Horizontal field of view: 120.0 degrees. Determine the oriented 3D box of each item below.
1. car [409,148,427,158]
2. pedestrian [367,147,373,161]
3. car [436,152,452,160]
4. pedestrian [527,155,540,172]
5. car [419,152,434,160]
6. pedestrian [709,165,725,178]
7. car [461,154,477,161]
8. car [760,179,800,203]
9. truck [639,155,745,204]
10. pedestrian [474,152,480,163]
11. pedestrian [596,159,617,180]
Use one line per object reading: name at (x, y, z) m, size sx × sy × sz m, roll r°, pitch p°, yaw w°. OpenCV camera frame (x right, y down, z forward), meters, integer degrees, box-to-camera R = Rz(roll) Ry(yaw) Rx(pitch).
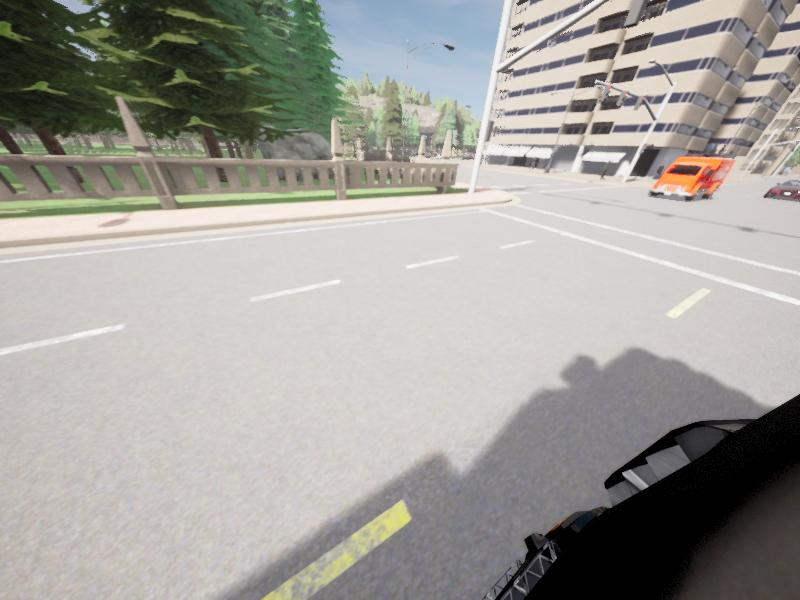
car at (4.700, -38.117, 60.120) m, size 2.150 × 2.045 × 5.566 m, roll 21°, pitch 37°, yaw 25°
pedestrian at (-4.828, -23.614, 37.267) m, size 0.751 × 1.860 × 0.751 m, roll 1°, pitch 33°, yaw -3°
car at (11.079, -36.153, 57.976) m, size 2.242 × 1.667 × 4.611 m, roll 20°, pitch 37°, yaw 25°
pedestrian at (17.728, -18.126, 30.691) m, size 0.751 × 1.860 × 0.751 m, roll -5°, pitch 34°, yaw -12°
car at (6.529, -35.639, 57.055) m, size 1.812 × 1.442 × 4.674 m, roll 19°, pitch 37°, yaw 23°
pedestrian at (51.579, -20.892, 37.588) m, size 0.751 × 1.860 × 0.751 m, roll -20°, pitch 40°, yaw -31°
car at (18.147, -37.568, 60.940) m, size 1.994 × 1.385 × 4.181 m, roll 28°, pitch 41°, yaw 33°
car at (31.310, -8.755, 18.412) m, size 4.181 × 1.385 × 1.994 m, roll -16°, pitch 38°, yaw -26°
truck at (19.723, -8.257, 15.700) m, size 5.204 × 2.467 × 2.627 m, roll -16°, pitch 38°, yaw -25°
pedestrian at (15.399, -28.498, 46.222) m, size 0.751 × 1.860 × 0.751 m, roll 11°, pitch 34°, yaw 12°
pedestrian at (21.718, -13.732, 24.343) m, size 0.751 × 1.860 × 0.751 m, roll -12°, pitch 36°, yaw -21°
